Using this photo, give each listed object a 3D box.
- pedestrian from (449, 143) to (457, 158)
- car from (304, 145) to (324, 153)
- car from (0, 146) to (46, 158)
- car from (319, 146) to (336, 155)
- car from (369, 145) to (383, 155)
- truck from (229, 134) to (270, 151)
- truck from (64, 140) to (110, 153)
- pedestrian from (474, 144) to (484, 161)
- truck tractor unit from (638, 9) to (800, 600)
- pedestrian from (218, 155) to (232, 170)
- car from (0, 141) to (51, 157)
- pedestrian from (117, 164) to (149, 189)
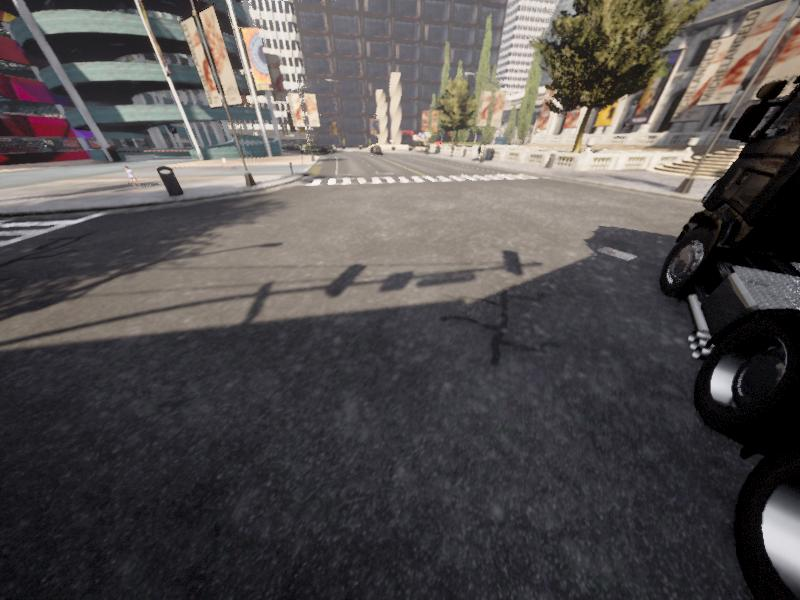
[{"bbox_3d":[8.242,-23.443,36.246,0.751,1.860,0.751,-7,35,-11],"label":"pedestrian"},{"bbox_3d":[-20.814,-36.623,55.998,4.514,1.525,2.007,21,40,28],"label":"car"},{"bbox_3d":[-61.326,-23.837,37.089,4.514,1.523,2.007,-7,35,-10],"label":"car"},{"bbox_3d":[-14.877,-30.799,47.459,1.789,1.549,3.705,-24,41,-31],"label":"car"},{"bbox_3d":[-4.885,-30.418,46.886,1.851,1.617,3.988,-10,36,-14],"label":"car"},{"bbox_3d":[-40.997,-43.093,63.246,8.468,3.827,2.891,-1,35,-1],"label":"truck"},{"bbox_3d":[-71.530,-35.267,52.964,5.204,2.467,2.627,-7,35,-10],"label":"truck"},{"bbox_3d":[10.511,-19.612,30.679,0.751,1.860,0.751,-4,35,-6],"label":"pedestrian"},{"bbox_3d":[4.639,-0.612,1.236,3.053,4.208,6.516,24,42,31],"label":"truck tractor unit"},{"bbox_3d":[-15.244,-11.975,20.157,0.500,1.100,0.500,-3,35,-4],"label":"pedestrian"},{"bbox_3d":[-61.269,-24.167,36.878,5.566,2.045,2.435,-7,35,-10],"label":"car"},{"bbox_3d":[-14.195,-6.586,12.321,0.500,1.100,0.500,-1,35,-2],"label":"pedestrian"}]
